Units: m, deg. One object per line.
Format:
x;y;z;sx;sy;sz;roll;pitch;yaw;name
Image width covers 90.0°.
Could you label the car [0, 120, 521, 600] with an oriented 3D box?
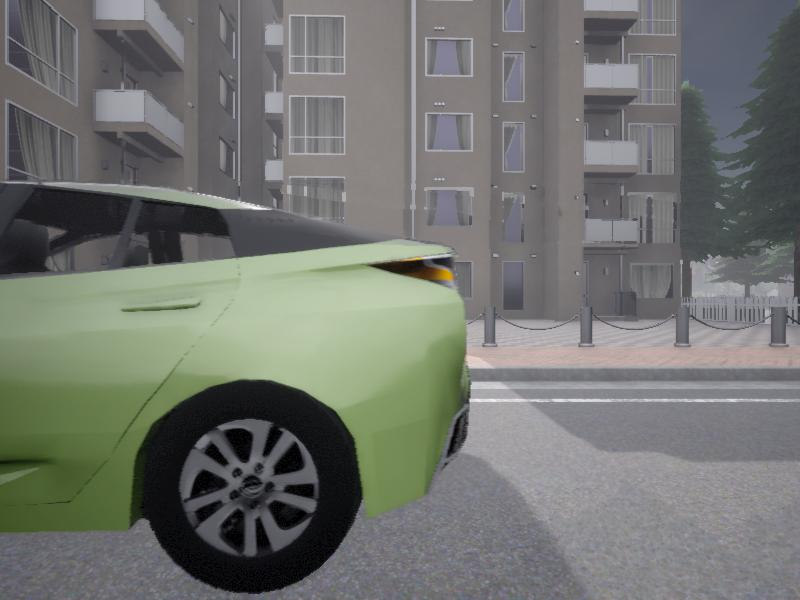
-1.899;0.228;2.188;4.514;1.525;2.007;0;0;0;car
